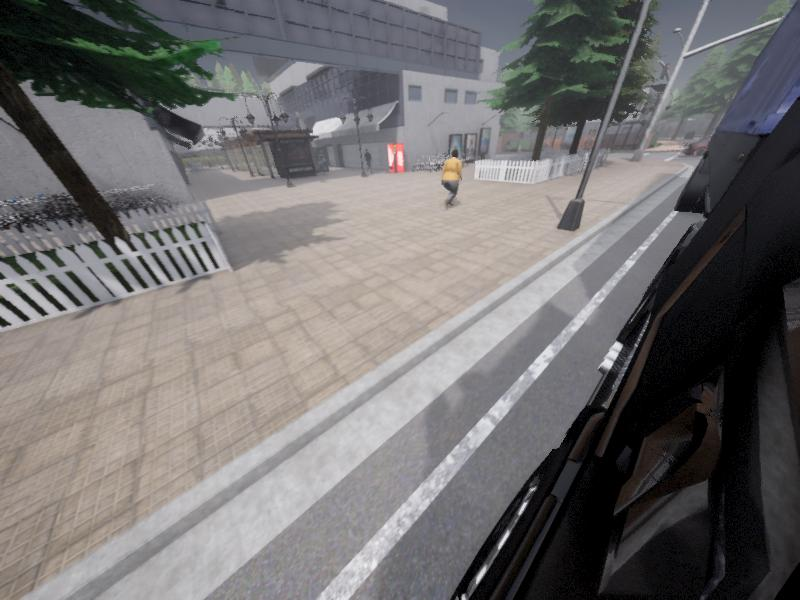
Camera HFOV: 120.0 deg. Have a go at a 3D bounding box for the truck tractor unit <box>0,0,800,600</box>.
[{"bbox_3d":[2.645,-0.295,0.351,6.516,4.208,3.053,-28,44,-30],"label":"truck tractor unit"}]

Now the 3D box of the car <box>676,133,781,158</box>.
[{"bbox_3d":[25.510,-12.187,18.242,4.181,1.385,1.994,15,38,25],"label":"car"}]

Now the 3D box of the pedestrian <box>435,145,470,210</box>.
[{"bbox_3d":[1.779,-4.179,7.952,0.751,1.860,0.751,25,43,35],"label":"pedestrian"}]

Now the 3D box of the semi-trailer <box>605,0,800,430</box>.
[{"bbox_3d":[8.469,-3.653,4.577,14.254,4.402,2.717,-29,42,-33],"label":"semi-trailer"}]

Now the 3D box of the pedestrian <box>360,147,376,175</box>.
[{"bbox_3d":[-2.592,-11.416,18.970,0.751,1.860,0.751,-28,41,-31],"label":"pedestrian"}]

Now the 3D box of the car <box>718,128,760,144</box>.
[{"bbox_3d":[42.728,-20.785,29.248,1.994,1.385,4.181,23,42,34],"label":"car"}]
